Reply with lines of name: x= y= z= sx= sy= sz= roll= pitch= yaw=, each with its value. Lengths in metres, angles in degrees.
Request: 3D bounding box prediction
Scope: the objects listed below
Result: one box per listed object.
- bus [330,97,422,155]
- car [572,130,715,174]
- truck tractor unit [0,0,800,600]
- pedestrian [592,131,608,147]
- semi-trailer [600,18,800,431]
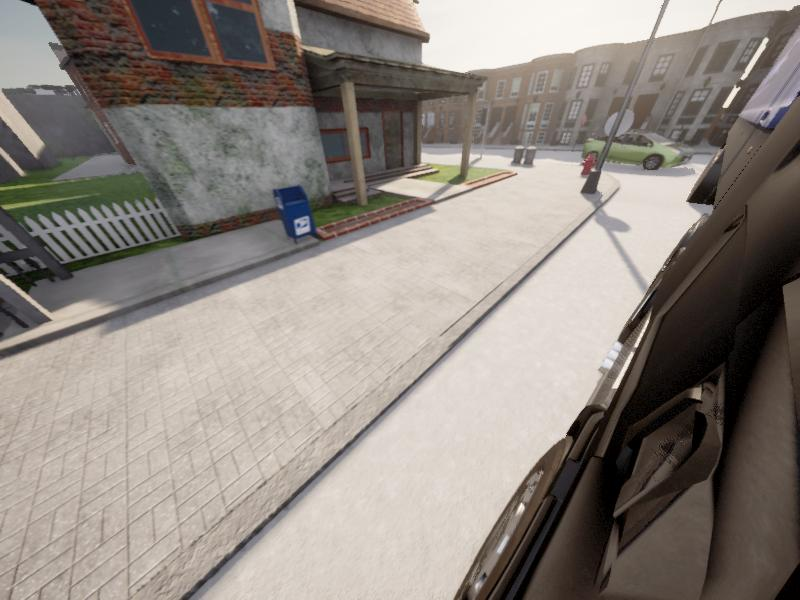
bus: x=-2.785 y=-18.847 z=25.404 sx=3.944 sy=4.253 sz=10.273 roll=-32 pitch=46 yaw=-33
car: x=12.207 y=-7.870 z=12.094 sx=2.007 sy=1.525 sz=4.514 roll=-18 pitch=39 yaw=-19
truck tractor unit: x=2.645 y=-0.295 z=0.351 sx=6.516 sy=4.208 sz=3.053 roll=-28 pitch=44 yaw=-30
pedestrian: x=17.133 y=-13.783 z=19.805 sx=0.500 sy=1.100 sz=0.500 roll=-24 pitch=42 yaw=-26
semi-trailer: x=8.581 y=-3.686 z=4.335 sx=14.254 sy=4.402 sz=2.717 roll=-30 pitch=44 yaw=-31
